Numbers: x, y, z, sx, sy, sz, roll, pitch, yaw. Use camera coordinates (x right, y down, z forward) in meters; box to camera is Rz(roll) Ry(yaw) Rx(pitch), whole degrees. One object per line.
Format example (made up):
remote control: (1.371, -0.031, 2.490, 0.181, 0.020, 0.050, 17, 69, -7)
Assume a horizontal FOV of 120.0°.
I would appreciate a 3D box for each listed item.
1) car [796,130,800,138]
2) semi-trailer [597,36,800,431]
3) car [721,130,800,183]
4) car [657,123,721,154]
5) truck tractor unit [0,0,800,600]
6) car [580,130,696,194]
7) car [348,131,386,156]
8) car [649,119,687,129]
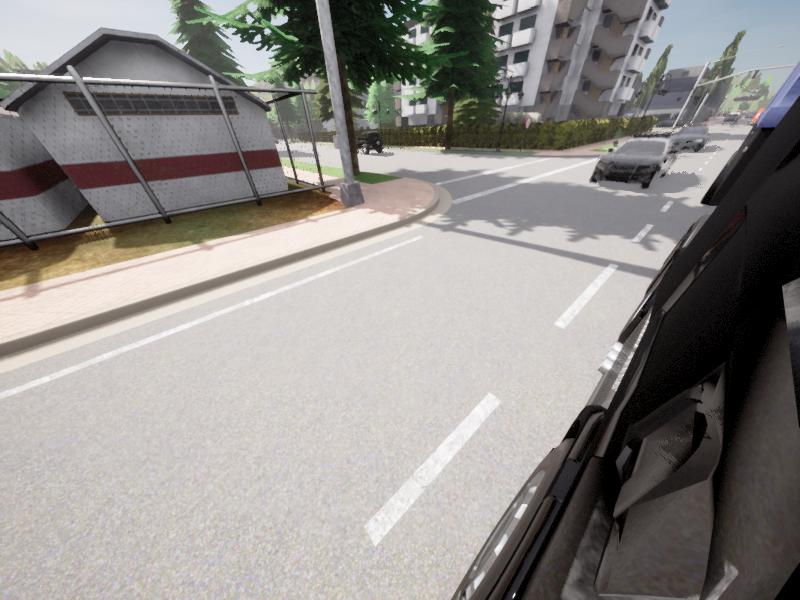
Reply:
car: (39.550, -16.241, 21.584, 5.366, 1.575, 1.801, -28, 44, -30)
semi-trailer: (8.730, -3.583, 4.197, 14.254, 4.402, 2.717, -28, 43, -29)
car: (15.513, -6.053, 9.557, 3.806, 1.475, 1.970, -28, 43, -30)
car: (21.351, -11.964, 17.028, 4.974, 1.542, 2.038, -29, 44, -30)
truck tractor unit: (2.645, -0.295, 0.351, 6.516, 4.208, 3.053, -28, 44, -30)
car: (9.753, -5.797, 9.414, 5.238, 1.638, 1.930, -28, 44, -30)
car: (-3.423, -16.234, 23.916, 1.905, 1.878, 3.866, -28, 44, -30)
car: (53.326, -35.088, 46.044, 1.812, 1.442, 4.674, -31, 45, -32)
